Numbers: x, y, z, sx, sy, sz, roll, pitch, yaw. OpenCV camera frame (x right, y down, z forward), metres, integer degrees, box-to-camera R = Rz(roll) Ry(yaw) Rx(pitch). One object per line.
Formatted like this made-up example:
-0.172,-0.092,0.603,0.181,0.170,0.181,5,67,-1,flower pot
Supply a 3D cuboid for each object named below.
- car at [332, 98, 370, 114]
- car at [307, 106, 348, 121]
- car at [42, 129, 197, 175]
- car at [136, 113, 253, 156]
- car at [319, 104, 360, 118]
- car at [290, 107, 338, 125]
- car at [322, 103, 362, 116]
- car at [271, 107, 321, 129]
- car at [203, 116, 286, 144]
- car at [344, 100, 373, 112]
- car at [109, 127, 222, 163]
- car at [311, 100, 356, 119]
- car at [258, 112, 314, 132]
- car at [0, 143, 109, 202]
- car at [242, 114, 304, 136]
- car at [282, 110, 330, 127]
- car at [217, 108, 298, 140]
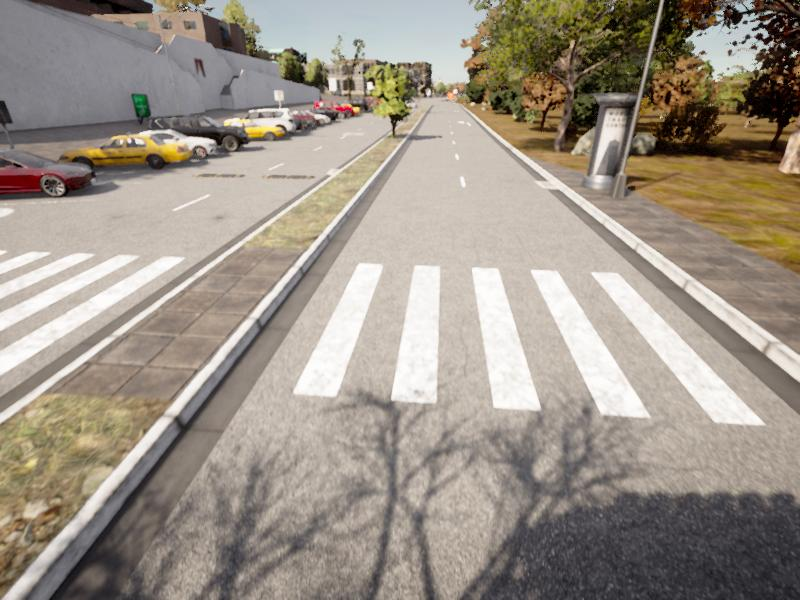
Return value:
-7.753,-30.810,63.575,5.566,2.045,2.435,-8,29,-12,car
-9.124,-23.600,50.520,4.792,1.488,2.163,-8,28,-12,car
-12.756,-6.975,18.665,5.366,1.575,1.946,-7,28,-13,car
-11.983,-9.957,23.930,5.566,2.045,2.435,-7,28,-13,car
-8.400,-26.445,55.819,5.366,1.575,1.946,-8,28,-12,car
-9.715,-20.819,45.218,5.008,1.535,2.097,-8,29,-12,car
-8.474,-27.787,58.374,5.366,1.575,1.946,-8,29,-12,car
-10.326,-18.133,39.873,4.553,1.767,2.185,-8,28,-12,car
-11.258,-12.503,29.382,5.366,1.575,1.946,-7,28,-13,car
-7.123,-33.482,68.941,4.553,1.767,2.185,-8,29,-12,car
-12.297,-8.327,21.391,4.674,1.452,2.002,-7,28,-13,car
-8.844,-25.247,53.032,5.566,2.045,2.435,-8,28,-12,car
-10.580,-16.596,37.317,4.674,1.452,2.002,-8,28,-12,car
-13.122,-4.258,13.410,4.792,1.488,2.163,-7,27,-13,car
-10.891,-15.210,34.646,4.792,1.488,2.163,-8,29,-13,car
-10.010,-19.386,42.598,4.674,1.452,2.002,-8,28,-12,car
-11.179,-14.076,31.870,5.566,2.045,2.435,-7,28,-13,car
